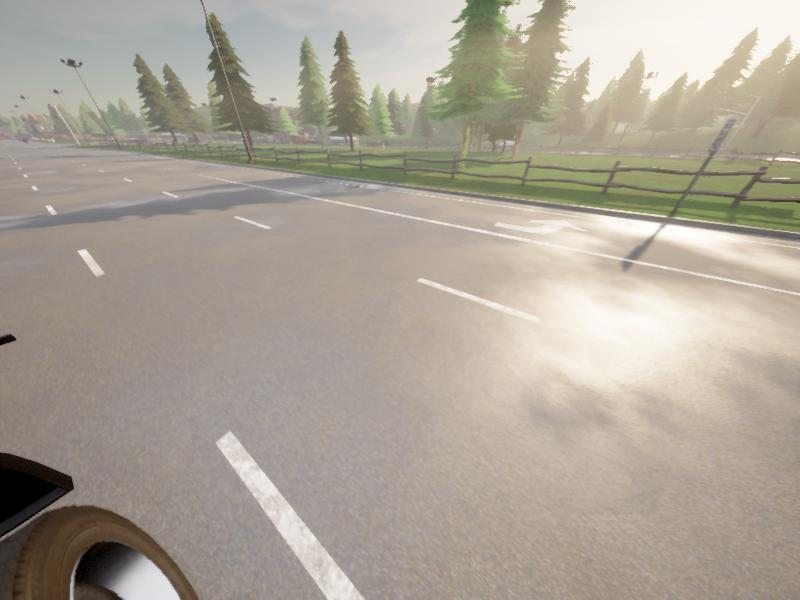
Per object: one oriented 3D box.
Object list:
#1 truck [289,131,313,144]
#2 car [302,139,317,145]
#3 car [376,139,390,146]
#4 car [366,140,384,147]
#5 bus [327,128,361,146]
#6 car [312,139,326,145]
[{"bbox_3d":[-35.839,-58.561,83.294,8.468,3.827,2.891,22,41,28],"label":"truck"},{"bbox_3d":[-30.445,-52.921,77.368,4.892,1.490,1.837,22,41,28],"label":"car"},{"bbox_3d":[-5.185,-47.633,69.799,3.866,1.878,1.905,22,41,28],"label":"car"},{"bbox_3d":[-7.400,-45.856,67.718,5.027,1.651,2.152,22,41,28],"label":"car"},{"bbox_3d":[-17.511,-51.121,72.551,10.273,4.253,3.944,22,41,28],"label":"bus"},{"bbox_3d":[-27.776,-54.271,79.353,4.514,1.525,2.007,22,41,28],"label":"car"}]
